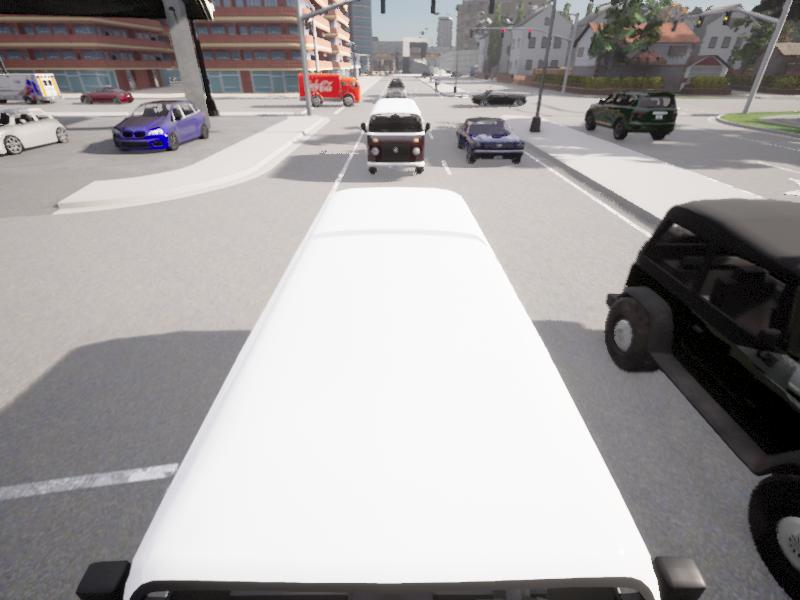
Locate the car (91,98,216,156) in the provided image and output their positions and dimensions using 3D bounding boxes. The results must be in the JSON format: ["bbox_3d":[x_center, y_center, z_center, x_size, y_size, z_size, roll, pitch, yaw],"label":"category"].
[{"bbox_3d":[-9.877,-7.333,16.665,2.242,1.667,4.611,0,30,0],"label":"car"}]

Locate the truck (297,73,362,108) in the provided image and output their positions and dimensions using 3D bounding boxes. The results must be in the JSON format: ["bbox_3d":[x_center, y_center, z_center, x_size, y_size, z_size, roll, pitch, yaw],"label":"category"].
[{"bbox_3d":[-5.933,-18.024,34.366,5.204,2.467,2.627,-2,30,-6],"label":"truck"}]

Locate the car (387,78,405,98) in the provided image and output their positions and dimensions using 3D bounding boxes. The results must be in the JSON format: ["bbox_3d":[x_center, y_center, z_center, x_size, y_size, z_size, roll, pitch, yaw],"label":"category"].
[{"bbox_3d":[-0.418,-24.403,45.901,1.932,1.855,4.605,0,30,0],"label":"car"}]

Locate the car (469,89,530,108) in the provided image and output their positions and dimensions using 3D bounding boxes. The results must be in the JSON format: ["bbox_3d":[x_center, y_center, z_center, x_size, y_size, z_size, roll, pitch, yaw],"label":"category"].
[{"bbox_3d":[8.452,-17.326,34.370,4.718,1.301,1.895,0,30,1],"label":"car"}]

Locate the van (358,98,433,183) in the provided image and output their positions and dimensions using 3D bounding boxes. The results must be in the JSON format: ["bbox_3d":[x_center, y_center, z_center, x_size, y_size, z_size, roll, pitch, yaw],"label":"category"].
[{"bbox_3d":[-0.139,-5.521,13.437,2.069,2.038,4.480,0,30,0],"label":"van"}]

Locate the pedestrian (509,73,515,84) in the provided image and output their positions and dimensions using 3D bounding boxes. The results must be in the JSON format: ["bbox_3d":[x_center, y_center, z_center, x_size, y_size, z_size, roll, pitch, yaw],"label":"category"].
[{"bbox_3d":[20.505,-40.515,73.141,0.751,1.860,0.751,0,30,0],"label":"pedestrian"}]

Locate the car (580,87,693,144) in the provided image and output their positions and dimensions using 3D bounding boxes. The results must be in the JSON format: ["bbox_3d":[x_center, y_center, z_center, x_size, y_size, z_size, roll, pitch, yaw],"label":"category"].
[{"bbox_3d":[11.308,-9.271,19.844,2.150,2.045,5.566,0,30,0],"label":"car"}]

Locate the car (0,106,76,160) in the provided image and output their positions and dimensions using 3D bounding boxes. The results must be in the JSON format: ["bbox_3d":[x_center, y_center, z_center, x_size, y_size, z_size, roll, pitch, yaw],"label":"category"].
[{"bbox_3d":[-15.616,-6.788,16.050,1.970,1.475,3.806,0,30,0],"label":"car"}]

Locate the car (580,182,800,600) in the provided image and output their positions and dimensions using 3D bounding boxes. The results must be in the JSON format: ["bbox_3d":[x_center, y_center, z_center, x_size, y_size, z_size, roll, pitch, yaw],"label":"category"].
[{"bbox_3d":[3.447,0.446,3.370,1.905,1.878,3.866,0,30,0],"label":"car"}]

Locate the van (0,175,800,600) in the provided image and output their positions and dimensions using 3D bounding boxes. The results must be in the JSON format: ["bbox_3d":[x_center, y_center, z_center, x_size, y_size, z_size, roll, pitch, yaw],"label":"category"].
[{"bbox_3d":[-0.036,0.625,2.934,2.069,2.038,4.480,0,30,0],"label":"van"}]

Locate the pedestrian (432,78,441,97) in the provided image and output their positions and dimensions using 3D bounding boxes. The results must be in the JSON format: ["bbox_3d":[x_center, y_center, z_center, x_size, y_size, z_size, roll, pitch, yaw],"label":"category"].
[{"bbox_3d":[4.181,-24.301,45.698,0.751,1.860,0.751,12,32,20],"label":"pedestrian"}]

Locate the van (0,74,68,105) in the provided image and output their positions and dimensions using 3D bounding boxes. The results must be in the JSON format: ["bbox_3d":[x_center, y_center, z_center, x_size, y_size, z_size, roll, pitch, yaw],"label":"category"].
[{"bbox_3d":[-34.913,-19.258,36.551,6.366,2.431,2.351,-1,30,-1],"label":"van"}]

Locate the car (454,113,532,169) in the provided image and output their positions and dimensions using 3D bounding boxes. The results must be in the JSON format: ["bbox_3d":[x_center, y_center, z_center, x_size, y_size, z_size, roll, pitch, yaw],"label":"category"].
[{"bbox_3d":[3.345,-6.256,15.429,1.895,1.301,4.718,0,30,0],"label":"car"}]

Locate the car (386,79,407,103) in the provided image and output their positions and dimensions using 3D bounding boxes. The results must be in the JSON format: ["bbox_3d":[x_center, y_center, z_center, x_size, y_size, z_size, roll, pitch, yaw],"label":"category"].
[{"bbox_3d":[-0.366,-20.751,39.654,1.932,1.855,4.605,0,30,0],"label":"car"}]

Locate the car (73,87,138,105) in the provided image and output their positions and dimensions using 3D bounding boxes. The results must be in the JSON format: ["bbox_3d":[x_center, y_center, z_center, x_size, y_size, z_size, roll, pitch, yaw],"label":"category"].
[{"bbox_3d":[-27.143,-18.891,36.973,4.181,1.385,1.994,0,30,-1],"label":"car"}]

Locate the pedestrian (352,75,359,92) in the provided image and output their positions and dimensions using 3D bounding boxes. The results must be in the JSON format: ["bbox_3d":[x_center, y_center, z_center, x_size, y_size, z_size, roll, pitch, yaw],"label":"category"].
[{"bbox_3d":[-5.746,-28.019,51.757,0.751,1.860,0.751,0,30,0],"label":"pedestrian"}]
